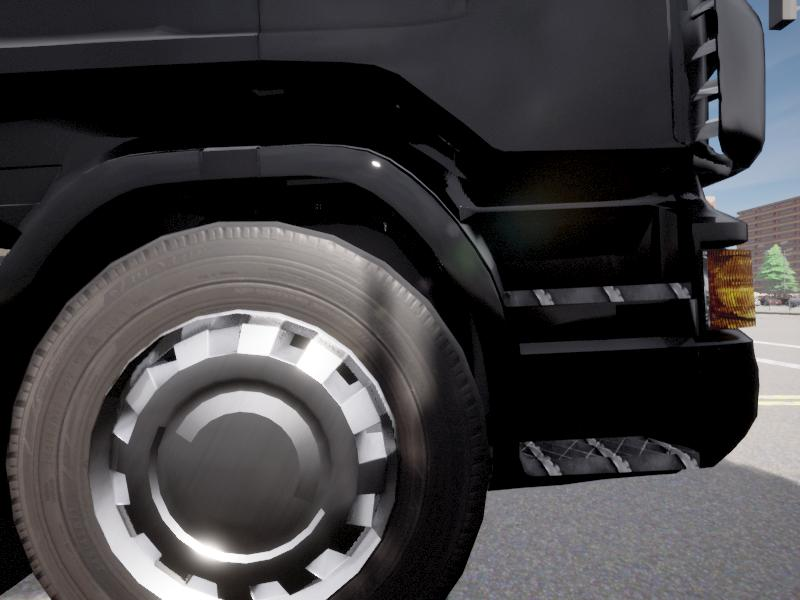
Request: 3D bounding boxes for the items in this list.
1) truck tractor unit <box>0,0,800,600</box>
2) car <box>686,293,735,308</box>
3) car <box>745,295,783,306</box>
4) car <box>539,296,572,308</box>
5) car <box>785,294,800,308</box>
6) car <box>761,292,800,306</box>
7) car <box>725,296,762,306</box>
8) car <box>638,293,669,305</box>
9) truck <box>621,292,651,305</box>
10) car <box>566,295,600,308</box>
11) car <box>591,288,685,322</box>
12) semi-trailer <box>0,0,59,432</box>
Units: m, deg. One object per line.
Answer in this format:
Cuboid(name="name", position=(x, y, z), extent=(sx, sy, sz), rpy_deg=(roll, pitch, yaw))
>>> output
Cuboid(name="truck tractor unit", position=(-2.245, -1.115, 2.198), extent=(6.516, 4.208, 3.053), rpy_deg=(0, 0, 0))
Cuboid(name="car", position=(36.762, 0.067, 47.496), extent=(2.242, 1.667, 4.611), rpy_deg=(0, 0, 0))
Cuboid(name="car", position=(51.061, 0.107, 56.146), extent=(1.784, 1.438, 3.905), rpy_deg=(0, 0, 0))
Cuboid(name="car", position=(19.150, 0.251, 49.516), extent=(2.163, 1.488, 4.792), rpy_deg=(0, 0, 0))
Cuboid(name="car", position=(42.382, 0.139, 41.054), extent=(1.970, 1.475, 3.806), rpy_deg=(0, 0, 0))
Cuboid(name="car", position=(53.744, -0.103, 56.194), extent=(1.932, 1.855, 4.605), rpy_deg=(0, 0, 0))
Cuboid(name="car", position=(48.166, 0.139, 56.150), extent=(1.970, 1.475, 3.806), rpy_deg=(0, 0, 0))
Cuboid(name="car", position=(39.656, -0.103, 62.608), extent=(1.932, 1.855, 4.605), rpy_deg=(0, 0, 0))
Cuboid(name="truck", position=(36.761, -0.198, 62.541), extent=(2.069, 2.038, 4.478), rpy_deg=(0, 0, 0))
Cuboid(name="car", position=(22.651, 0.223, 49.711), extent=(1.882, 1.535, 5.008), rpy_deg=(0, 0, 0))
Cuboid(name="car", position=(12.204, 0.226, 20.996), extent=(2.038, 1.542, 4.974), rpy_deg=(0, 0, 1))
Cuboid(name="semi-trailer", position=(-10.157, -1.218, 2.192), extent=(14.254, 4.402, 2.717), rpy_deg=(0, 0, 0))
